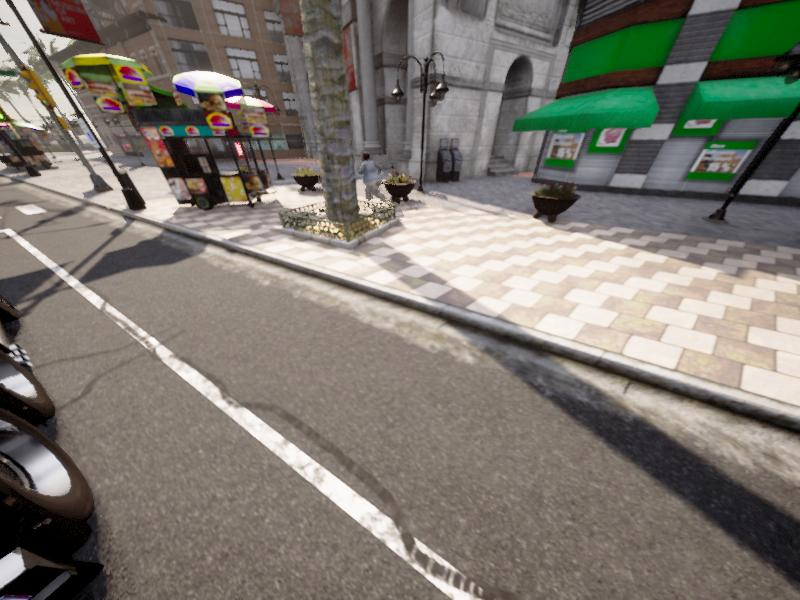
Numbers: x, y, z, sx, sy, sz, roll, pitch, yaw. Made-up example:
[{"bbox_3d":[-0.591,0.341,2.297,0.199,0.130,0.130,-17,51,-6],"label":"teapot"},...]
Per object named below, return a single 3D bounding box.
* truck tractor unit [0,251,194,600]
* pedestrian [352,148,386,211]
[{"bbox_3d":[-5.088,-0.323,0.810,6.516,4.208,3.053,19,39,25],"label":"truck tractor unit"},{"bbox_3d":[-1.049,-4.219,8.131,0.751,1.860,0.751,16,38,23],"label":"pedestrian"}]
